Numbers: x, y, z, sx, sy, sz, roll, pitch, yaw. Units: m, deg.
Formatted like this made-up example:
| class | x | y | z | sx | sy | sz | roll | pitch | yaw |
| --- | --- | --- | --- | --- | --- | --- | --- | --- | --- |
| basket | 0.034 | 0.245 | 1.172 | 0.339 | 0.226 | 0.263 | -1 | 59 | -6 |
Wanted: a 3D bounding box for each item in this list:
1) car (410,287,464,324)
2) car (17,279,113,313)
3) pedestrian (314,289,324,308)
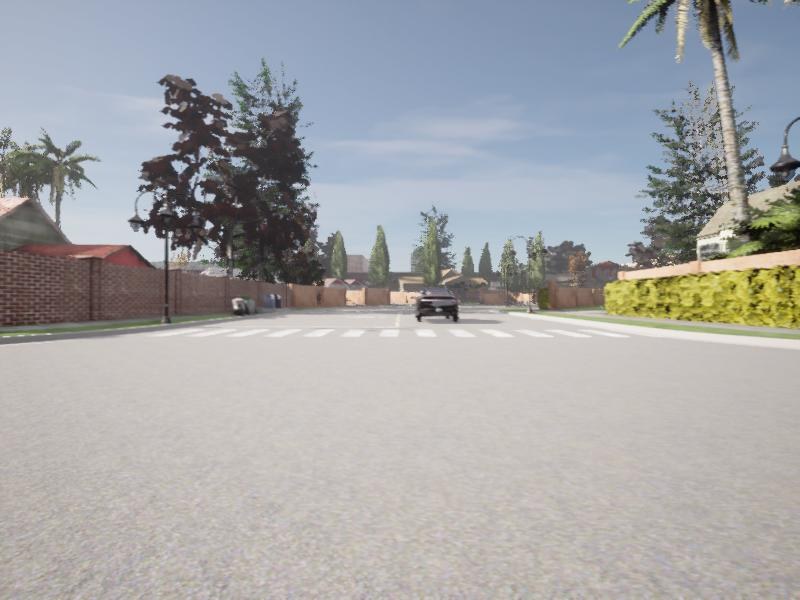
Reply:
| class | x | y | z | sx | sy | sz | roll | pitch | yaw |
| --- | --- | --- | --- | --- | --- | --- | --- | --- | --- |
| car | 1.618 | 0.222 | 19.132 | 2.128 | 1.511 | 4.902 | 0 | 0 | 0 |
| car | -19.954 | -0.191 | 24.147 | 1.932 | 1.855 | 4.605 | 0 | 0 | 0 |
| pedestrian | -8.242 | -0.149 | 40.560 | 0.751 | 1.860 | 0.751 | 0 | 0 | 13 |
